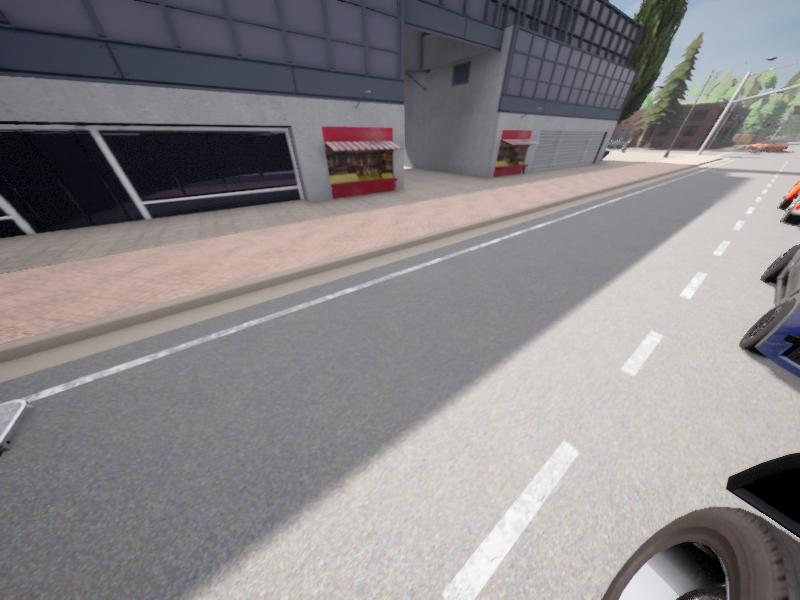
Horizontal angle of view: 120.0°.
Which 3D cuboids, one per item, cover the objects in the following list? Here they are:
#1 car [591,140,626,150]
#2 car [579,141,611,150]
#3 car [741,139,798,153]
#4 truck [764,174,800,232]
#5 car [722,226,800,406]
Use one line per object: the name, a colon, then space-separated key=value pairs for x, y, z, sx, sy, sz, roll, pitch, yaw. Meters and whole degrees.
car: x=43.122 y=-32.179 z=47.936 sx=2.163 sy=1.488 sz=4.792 roll=-25 pitch=42 yaw=-30
car: x=39.607 y=-31.504 z=47.024 sx=2.007 sy=1.525 sz=4.514 roll=-25 pitch=42 yaw=-30
car: x=57.113 y=-23.897 z=35.818 sx=4.553 sy=1.767 sz=2.097 roll=0 pitch=35 yaw=0
truck: x=13.761 y=-3.429 z=6.541 sx=5.204 sy=2.467 sz=2.627 roll=-21 pitch=40 yaw=-28
car: x=6.283 y=-0.083 z=2.535 sx=4.611 sy=1.667 sz=2.242 roll=-22 pitch=40 yaw=-28
